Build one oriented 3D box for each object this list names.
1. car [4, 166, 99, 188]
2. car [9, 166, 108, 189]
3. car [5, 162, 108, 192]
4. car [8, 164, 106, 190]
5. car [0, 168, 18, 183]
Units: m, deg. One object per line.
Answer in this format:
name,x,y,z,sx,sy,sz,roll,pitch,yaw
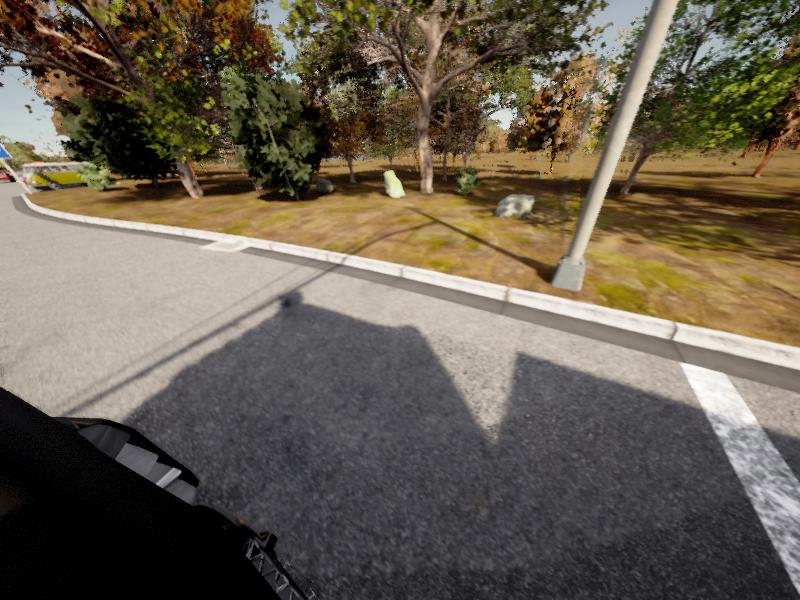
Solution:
car,-37.672,-13.553,25.291,1.946,1.575,5.366,8,34,14
car,-35.172,-12.875,24.098,1.946,1.575,5.366,7,34,14
car,-30.419,-11.175,20.787,1.878,1.987,4.442,7,34,14
car,-32.822,-11.994,22.376,2.185,1.767,4.553,7,34,14
car,-55.852,-17.333,32.251,3.988,1.617,1.851,22,41,32
